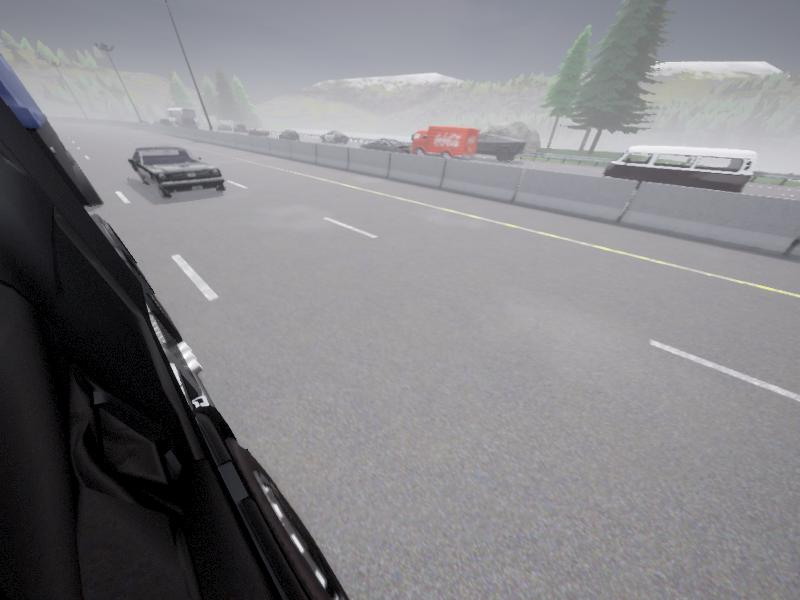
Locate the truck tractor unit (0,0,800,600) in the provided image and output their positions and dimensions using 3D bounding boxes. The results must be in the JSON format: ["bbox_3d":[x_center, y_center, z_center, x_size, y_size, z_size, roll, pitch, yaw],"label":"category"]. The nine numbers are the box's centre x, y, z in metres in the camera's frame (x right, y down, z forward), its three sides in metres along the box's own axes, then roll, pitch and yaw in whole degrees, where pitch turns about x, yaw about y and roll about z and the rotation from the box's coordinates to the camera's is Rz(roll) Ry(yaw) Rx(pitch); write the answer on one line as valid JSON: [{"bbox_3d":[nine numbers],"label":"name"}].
[{"bbox_3d":[-2.645,-0.295,0.351,6.516,4.208,3.053,28,44,30],"label":"truck tractor unit"}]

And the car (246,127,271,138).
[{"bbox_3d":[-25.791,-30.457,41.989,4.718,1.301,1.895,28,43,30],"label":"car"}]

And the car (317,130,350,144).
[{"bbox_3d":[-10.172,-24.900,35.301,4.974,1.542,2.038,29,44,31],"label":"car"}]

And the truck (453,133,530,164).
[{"bbox_3d":[8.819,-15.109,22.850,6.274,2.098,2.390,28,43,30],"label":"truck"}]

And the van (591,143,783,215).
[{"bbox_3d":[11.608,-5.438,10.038,4.480,2.038,2.069,28,43,30],"label":"van"}]

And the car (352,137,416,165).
[{"bbox_3d":[-1.398,-12.130,18.667,4.902,1.511,2.128,28,43,30],"label":"car"}]

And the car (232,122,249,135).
[{"bbox_3d":[-33.733,-36.256,48.810,1.932,1.855,4.605,-24,44,-31],"label":"car"}]

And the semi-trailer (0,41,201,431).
[{"bbox_3d":[-8.700,-3.592,4.244,14.254,4.402,2.717,28,43,30],"label":"semi-trailer"}]

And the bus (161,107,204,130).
[{"bbox_3d":[-57.084,-47.631,60.641,10.273,4.253,3.944,23,41,26],"label":"bus"}]

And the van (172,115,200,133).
[{"bbox_3d":[-40.946,-33.583,44.176,5.915,2.561,1.988,27,43,31],"label":"van"}]

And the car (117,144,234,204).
[{"bbox_3d":[-8.471,-4.911,8.661,4.718,1.301,1.895,28,43,30],"label":"car"}]

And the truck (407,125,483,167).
[{"bbox_3d":[3.455,-12.670,18.904,5.204,2.467,2.627,28,43,30],"label":"truck"}]

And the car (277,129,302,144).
[{"bbox_3d":[-15.568,-23.100,32.577,1.816,1.474,4.193,-23,44,-31],"label":"car"}]
